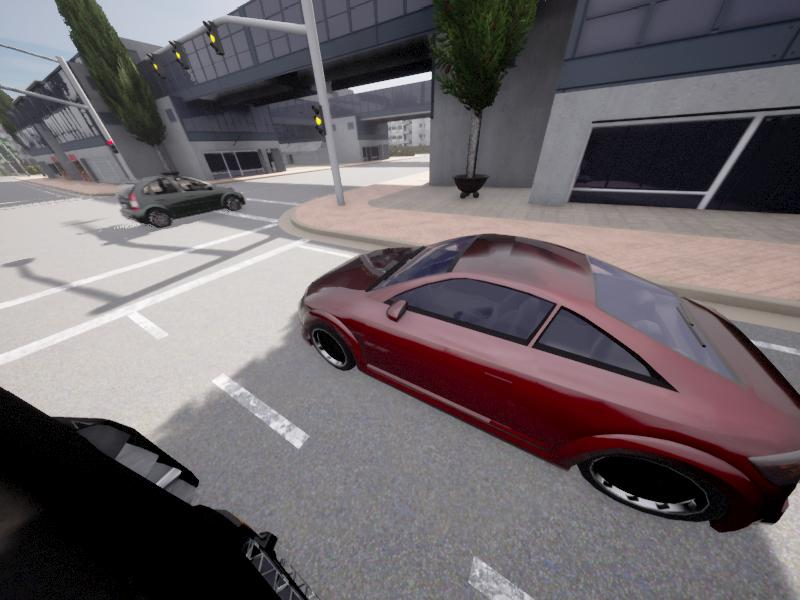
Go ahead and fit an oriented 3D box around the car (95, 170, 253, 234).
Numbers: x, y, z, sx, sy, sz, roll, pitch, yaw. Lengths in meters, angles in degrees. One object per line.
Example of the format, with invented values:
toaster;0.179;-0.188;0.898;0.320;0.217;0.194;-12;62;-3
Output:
car;-8.818;-4.234;9.537;1.851;1.617;3.988;15;38;25

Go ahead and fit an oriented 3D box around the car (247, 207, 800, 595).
car;0.773;0.072;2.537;4.181;1.385;1.994;16;38;26

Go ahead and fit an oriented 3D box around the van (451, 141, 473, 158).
van;11.979;-29.008;44.394;1.988;2.561;5.915;16;38;26
